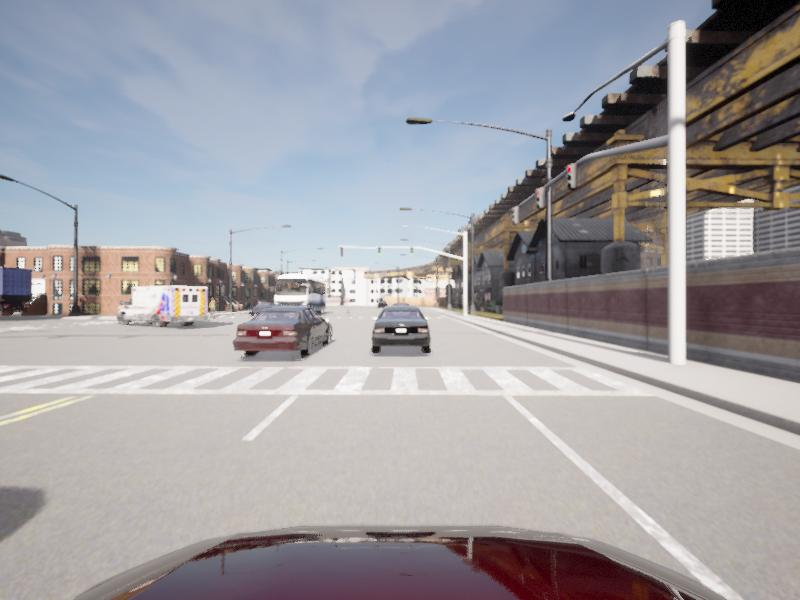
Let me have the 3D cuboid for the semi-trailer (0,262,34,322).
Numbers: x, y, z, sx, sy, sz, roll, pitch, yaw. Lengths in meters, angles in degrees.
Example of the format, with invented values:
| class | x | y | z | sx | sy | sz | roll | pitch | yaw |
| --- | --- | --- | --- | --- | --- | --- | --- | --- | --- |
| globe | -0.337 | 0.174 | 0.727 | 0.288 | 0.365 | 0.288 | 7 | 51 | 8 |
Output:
| class | x | y | z | sx | sy | sz | roll | pitch | yaw |
| --- | --- | --- | --- | --- | --- | --- | --- | --- | --- |
| semi-trailer | -36.473 | -0.572 | 30.485 | 14.254 | 4.402 | 2.717 | 0 | 0 | -3 |

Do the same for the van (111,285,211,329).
| class | x | y | z | sx | sy | sz | roll | pitch | yaw |
| --- | --- | --- | --- | --- | --- | --- | --- | --- | --- |
| van | -14.826 | 0.414 | 24.745 | 6.366 | 2.431 | 2.351 | 0 | -1 | 28 |

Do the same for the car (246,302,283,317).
| class | x | y | z | sx | sy | sz | roll | pitch | yaw |
| --- | --- | --- | --- | --- | --- | --- | --- | --- | --- |
| car | -13.884 | 0.956 | 41.413 | 2.033 | 1.411 | 5.357 | 0 | 0 | 0 |

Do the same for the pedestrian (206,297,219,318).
| class | x | y | z | sx | sy | sz | roll | pitch | yaw |
| --- | --- | --- | --- | --- | --- | --- | --- | --- | --- |
| pedestrian | -16.778 | 0.690 | 35.797 | 0.751 | 1.860 | 0.751 | 0 | 0 | 39 |

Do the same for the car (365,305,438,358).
| class | x | y | z | sx | sy | sz | roll | pitch | yaw |
| --- | --- | --- | --- | --- | --- | --- | --- | --- | --- |
| car | 0.041 | 0.915 | 13.762 | 2.033 | 1.411 | 5.357 | 0 | 0 | 0 |

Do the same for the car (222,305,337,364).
| class | x | y | z | sx | sy | sz | roll | pitch | yaw |
| --- | --- | --- | --- | --- | --- | --- | --- | --- | --- |
| car | -3.462 | 0.914 | 12.787 | 2.033 | 1.411 | 5.357 | 0 | 0 | 0 |

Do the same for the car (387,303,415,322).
| class | x | y | z | sx | sy | sz | roll | pitch | yaw |
| --- | --- | --- | --- | --- | --- | --- | --- | --- | --- |
| car | 0.096 | 0.942 | 32.203 | 2.033 | 1.411 | 5.357 | 0 | 0 | 0 |

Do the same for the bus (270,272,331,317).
| class | x | y | z | sx | sy | sz | roll | pitch | yaw |
| --- | --- | --- | --- | --- | --- | --- | --- | --- | --- |
| bus | -10.252 | -0.467 | 42.699 | 3.944 | 4.253 | 10.273 | 0 | -1 | 0 |

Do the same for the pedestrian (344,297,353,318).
| class | x | y | z | sx | sy | sz | roll | pitch | yaw |
| --- | --- | --- | --- | --- | --- | --- | --- | --- | --- |
| pedestrian | -4.780 | 0.692 | 37.025 | 0.751 | 1.860 | 0.751 | 0 | 0 | -10 |
